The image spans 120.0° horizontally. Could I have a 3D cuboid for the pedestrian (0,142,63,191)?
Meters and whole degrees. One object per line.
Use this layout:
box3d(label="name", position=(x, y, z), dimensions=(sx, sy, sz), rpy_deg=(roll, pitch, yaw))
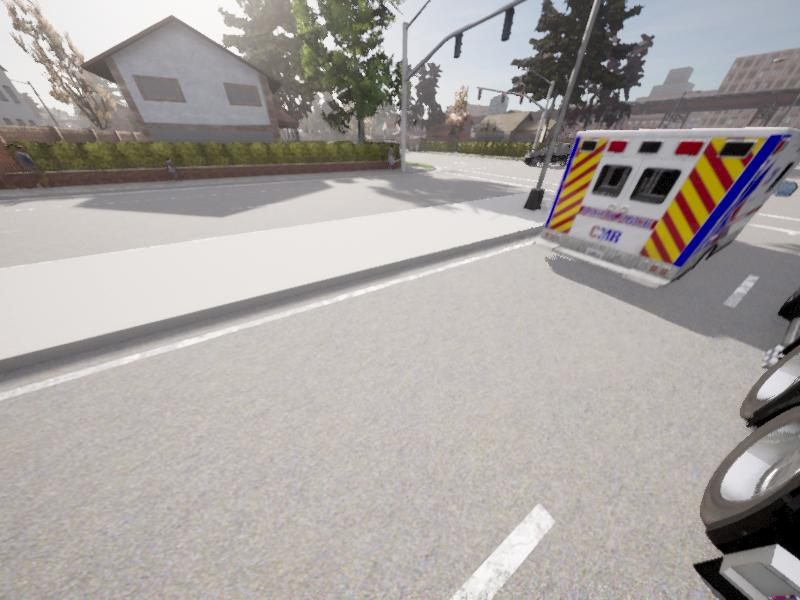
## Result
box3d(label="pedestrian", position=(-17.020, -6.151, 10.671), dimensions=(0.751, 1.860, 0.751), rpy_deg=(-23, 41, -30))

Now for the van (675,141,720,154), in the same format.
box3d(label="van", position=(71.830, -36.937, 55.907), dimensions=(1.988, 2.561, 5.915), rpy_deg=(-18, 39, -25))

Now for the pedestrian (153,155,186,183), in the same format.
box3d(label="pedestrian", position=(-12.845, -7.340, 12.931), dimensions=(0.751, 1.300, 0.751), rpy_deg=(-18, 39, -25))

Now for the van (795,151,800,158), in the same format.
box3d(label="van", position=(80.863, -28.026, 43.345), dimensions=(2.351, 2.431, 6.366), rpy_deg=(-18, 39, -25))

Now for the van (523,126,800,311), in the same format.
box3d(label="van", position=(6.255, -2.289, 5.262), dimensions=(6.366, 2.431, 2.351), rpy_deg=(-18, 39, -25))

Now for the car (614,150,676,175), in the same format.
box3d(label="car", position=(22.123, -12.502, 20.881), dimensions=(4.856, 1.649, 2.033), rpy_deg=(-18, 39, -25))

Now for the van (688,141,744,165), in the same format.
box3d(label="van", position=(40.750, -18.999, 29.790), dimensions=(6.366, 2.431, 2.351), rpy_deg=(-18, 39, -25))

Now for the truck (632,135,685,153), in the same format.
box3d(label="truck", position=(70.381, -42.824, 63.260), dimensions=(2.891, 3.827, 8.468), rpy_deg=(-18, 39, -25))

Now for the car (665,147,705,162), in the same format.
box3d(label="car", position=(41.756, -21.323, 33.855), dimensions=(5.027, 1.651, 2.152), rpy_deg=(-18, 39, -25))

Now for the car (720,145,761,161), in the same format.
box3d(label="car", position=(52.919, -22.870, 35.873), dimensions=(5.566, 2.045, 2.150), rpy_deg=(-18, 39, -25))

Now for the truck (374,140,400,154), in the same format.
box3d(label="truck", position=(-2.657, -30.824, 46.469), dimensions=(2.390, 2.098, 6.274), rpy_deg=(-19, 39, -25))

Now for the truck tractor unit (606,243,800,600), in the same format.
box3d(label="truck tractor unit", position=(5.082, -0.331, 0.860), dimensions=(6.516, 4.208, 3.053), rpy_deg=(-19, 39, -26))

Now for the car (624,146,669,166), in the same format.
box3d(label="car", position=(29.659, -17.426, 27.855), dimensions=(4.605, 1.855, 1.932), rpy_deg=(-18, 39, -25))

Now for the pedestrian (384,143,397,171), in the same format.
box3d(label="pedestrian", position=(-0.726, -11.378, 18.436), dimensions=(0.751, 1.860, 0.751), rpy_deg=(-17, 38, -23))

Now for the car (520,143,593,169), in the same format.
box3d(label="car", position=(16.114, -15.120, 24.195), dimensions=(5.566, 2.045, 2.150), rpy_deg=(7, 36, 9))
